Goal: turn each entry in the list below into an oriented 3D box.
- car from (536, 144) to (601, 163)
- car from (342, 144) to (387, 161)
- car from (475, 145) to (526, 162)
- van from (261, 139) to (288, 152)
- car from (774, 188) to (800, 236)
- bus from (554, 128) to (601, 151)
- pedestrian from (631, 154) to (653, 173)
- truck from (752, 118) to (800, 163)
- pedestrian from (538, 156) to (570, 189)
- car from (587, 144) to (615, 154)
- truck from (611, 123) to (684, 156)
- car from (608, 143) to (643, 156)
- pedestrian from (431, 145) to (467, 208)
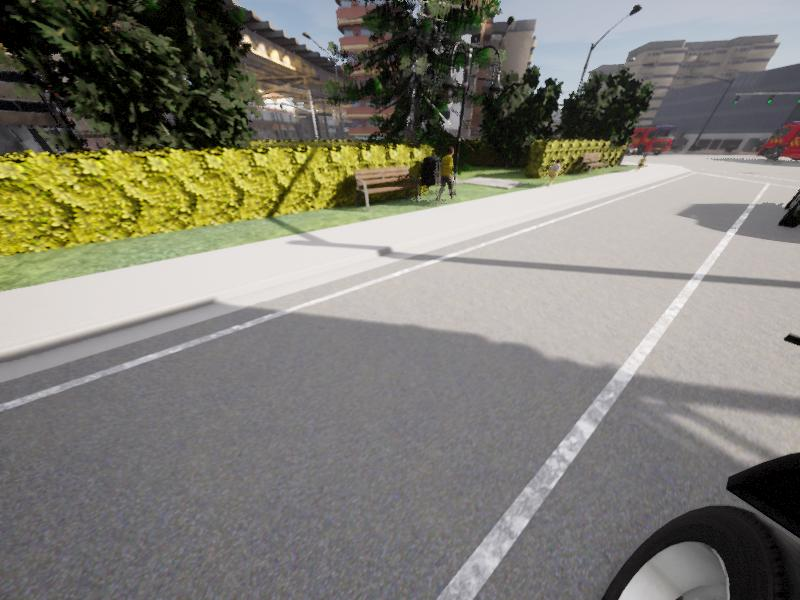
[{"bbox_3d":[18.077,-16.008,25.150,5.027,1.651,2.152,6,36,9],"label":"car"},{"bbox_3d":[-4.286,-18.387,28.659,5.027,1.651,2.152,6,36,9],"label":"car"},{"bbox_3d":[11.263,-16.673,26.257,4.792,1.488,2.163,6,36,9],"label":"car"},{"bbox_3d":[-24.876,-30.760,45.991,2.069,2.038,4.480,6,36,9],"label":"van"},{"bbox_3d":[13.635,-3.194,6.604,5.566,2.045,2.150,-22,40,-28],"label":"car"},{"bbox_3d":[42.464,-38.784,55.867,3.944,4.253,10.273,4,34,5],"label":"bus"},{"bbox_3d":[16.981,-9.623,16.238,0.500,1.100,0.500,-14,37,-19],"label":"pedestrian"},{"bbox_3d":[42.364,-15.674,22.659,2.891,3.827,8.468,6,35,8],"label":"truck"},{"bbox_3d":[7.573,-6.301,11.402,0.751,1.300,0.751,-24,41,-30],"label":"pedestrian"},{"bbox_3d":[35.605,-26.913,41.055,1.994,1.385,4.181,6,35,9],"label":"car"},{"bbox_3d":[38.223,-25.170,36.350,2.891,3.827,8.468,6,35,8],"label":"truck"},{"bbox_3d":[34.324,-23.059,35.360,1.970,1.475,3.806,6,35,8],"label":"car"},{"bbox_3d":[1.701,-4.398,8.248,0.751,1.860,0.751,-22,40,-27],"label":"pedestrian"}]
